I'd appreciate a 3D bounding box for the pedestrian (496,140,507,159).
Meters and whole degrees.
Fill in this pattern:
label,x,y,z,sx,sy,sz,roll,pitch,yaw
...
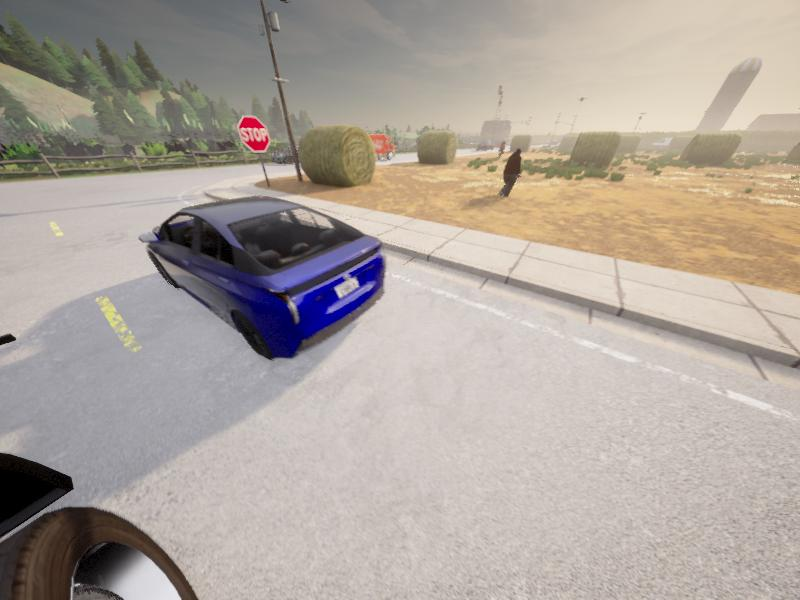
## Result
label,x,y,z,sx,sy,sz,roll,pitch,yaw
pedestrian,11.930,-17.662,27.088,0.751,1.860,0.751,11,37,15

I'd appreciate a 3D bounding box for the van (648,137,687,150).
label,x,y,z,sx,sy,sz,roll,pitch,yaw
van,68.952,-40.565,59.769,5.915,2.561,1.988,22,41,28

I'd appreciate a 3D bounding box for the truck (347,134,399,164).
label,x,y,z,sx,sy,sz,roll,pitch,yaw
truck,-2.798,-16.560,25.191,2.627,2.467,5.204,24,42,30

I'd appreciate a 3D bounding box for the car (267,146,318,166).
label,x,y,z,sx,sy,sz,roll,pitch,yaw
car,-10.250,-13.948,22.285,1.970,1.475,3.806,24,42,30

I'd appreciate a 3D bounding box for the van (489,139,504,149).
label,x,y,z,sx,sy,sz,roll,pitch,yaw
van,24.811,-40.074,59.188,1.775,1.987,4.442,24,42,30

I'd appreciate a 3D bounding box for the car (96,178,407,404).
label,x,y,z,sx,sy,sz,roll,pitch,yaw
car,-2.336,-0.776,3.670,4.514,1.525,2.007,22,41,28

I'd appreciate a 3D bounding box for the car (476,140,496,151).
label,x,y,z,sx,sy,sz,roll,pitch,yaw
car,17.540,-31.321,46.878,2.097,1.767,4.553,24,42,30

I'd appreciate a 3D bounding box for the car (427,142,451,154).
label,x,y,z,sx,sy,sz,roll,pitch,yaw
car,6.880,-26.630,40.371,2.007,1.525,4.514,24,42,30

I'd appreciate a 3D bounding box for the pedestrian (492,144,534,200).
label,x,y,z,sx,sy,sz,roll,pitch,yaw
pedestrian,4.435,-5.084,9.218,0.751,1.860,0.751,-16,38,-22

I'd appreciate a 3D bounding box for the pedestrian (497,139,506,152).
label,x,y,z,sx,sy,sz,roll,pitch,yaw
pedestrian,17.306,-26.259,39.329,0.751,1.860,0.751,29,44,34

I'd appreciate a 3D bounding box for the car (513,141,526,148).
label,x,y,z,sx,sy,sz,roll,pitch,yaw
car,32.311,-42.088,62.622,1.970,1.475,3.806,24,42,30
